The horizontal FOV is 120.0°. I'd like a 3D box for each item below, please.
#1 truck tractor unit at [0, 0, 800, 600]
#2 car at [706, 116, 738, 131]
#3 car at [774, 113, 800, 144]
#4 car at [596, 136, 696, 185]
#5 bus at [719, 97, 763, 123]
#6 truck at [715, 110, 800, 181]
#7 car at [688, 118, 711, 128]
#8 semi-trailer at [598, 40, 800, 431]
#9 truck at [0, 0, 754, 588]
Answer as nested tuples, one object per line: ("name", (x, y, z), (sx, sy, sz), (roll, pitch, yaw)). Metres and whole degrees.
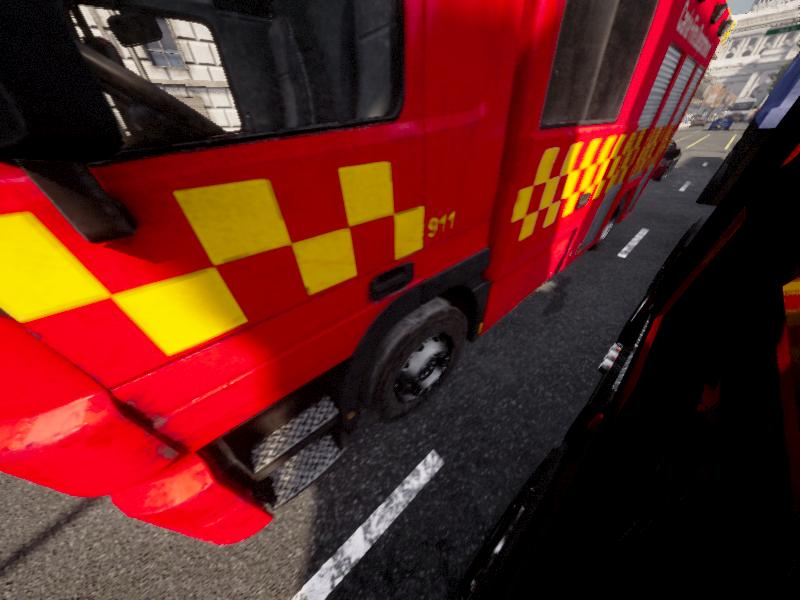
("truck tractor unit", (2.645, -0.295, 0.351), (6.516, 4.208, 3.053), (-28, 44, -30))
("car", (45.776, -25.058, 32.828), (5.008, 1.535, 1.882), (-28, 43, -30))
("car", (30.305, -11.809, 15.858), (1.932, 1.855, 4.605), (4, 36, 9))
("car", (10.854, -6.290, 10.202), (4.181, 1.385, 1.994), (-28, 44, -30))
("bus", (80.242, -44.587, 54.369), (10.273, 4.253, 3.944), (-28, 44, -30))
("truck", (16.444, -6.830, 9.977), (6.274, 2.098, 2.390), (-28, 43, -30))
("car", (54.566, -32.247, 42.044), (4.718, 1.301, 1.895), (-28, 44, -30))
("semi-trailer", (8.687, -3.619, 4.228), (14.254, 4.402, 2.717), (-28, 44, -30))
("truck", (1.254, -2.157, 3.260), (8.468, 3.827, 2.891), (-28, 44, -30))
